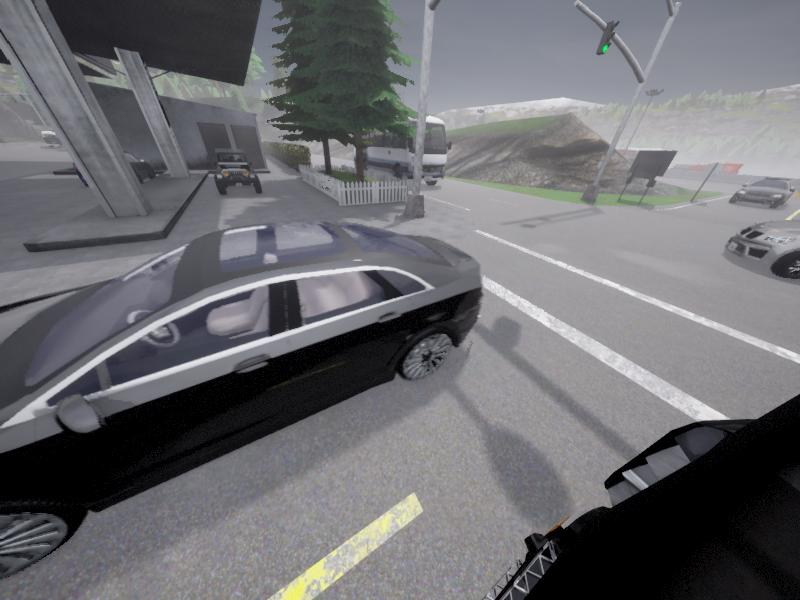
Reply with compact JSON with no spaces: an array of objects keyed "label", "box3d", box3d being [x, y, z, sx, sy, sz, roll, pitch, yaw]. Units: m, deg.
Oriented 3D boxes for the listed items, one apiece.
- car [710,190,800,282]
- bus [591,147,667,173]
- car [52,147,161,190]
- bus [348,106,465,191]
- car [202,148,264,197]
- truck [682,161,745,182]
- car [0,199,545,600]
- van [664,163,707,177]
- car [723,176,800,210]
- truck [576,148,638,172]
[{"label":"car","box3d":[11.255,-1.131,5.154,4.611,1.667,2.242,24,39,29]},{"label":"bus","box3d":[49.178,-30.500,50.198,3.944,4.253,10.273,-16,38,-26]},{"label":"car","box3d":[-15.821,-7.473,12.935,2.242,1.667,4.611,-16,38,-26]},{"label":"bus","box3d":[-0.334,-11.899,18.344,3.944,4.253,10.273,-16,38,-26]},{"label":"car","box3d":[-8.742,-6.876,12.283,1.905,1.878,3.866,-16,38,-26]},{"label":"truck","box3d":[50.447,-20.845,37.365,2.627,2.467,5.204,-16,38,-26]},{"label":"car","box3d":[-1.346,0.165,2.229,4.902,1.511,2.128,-16,38,-26]},{"label":"van","box3d":[54.153,-24.690,43.887,1.775,1.987,4.442,-16,38,-26]},{"label":"car","box3d":[23.824,-7.062,15.047,4.974,1.542,2.038,-16,38,-26]},{"label":"truck","box3d":[42.658,-29.194,48.112,2.891,3.827,8.468,-16,38,-26]}]
